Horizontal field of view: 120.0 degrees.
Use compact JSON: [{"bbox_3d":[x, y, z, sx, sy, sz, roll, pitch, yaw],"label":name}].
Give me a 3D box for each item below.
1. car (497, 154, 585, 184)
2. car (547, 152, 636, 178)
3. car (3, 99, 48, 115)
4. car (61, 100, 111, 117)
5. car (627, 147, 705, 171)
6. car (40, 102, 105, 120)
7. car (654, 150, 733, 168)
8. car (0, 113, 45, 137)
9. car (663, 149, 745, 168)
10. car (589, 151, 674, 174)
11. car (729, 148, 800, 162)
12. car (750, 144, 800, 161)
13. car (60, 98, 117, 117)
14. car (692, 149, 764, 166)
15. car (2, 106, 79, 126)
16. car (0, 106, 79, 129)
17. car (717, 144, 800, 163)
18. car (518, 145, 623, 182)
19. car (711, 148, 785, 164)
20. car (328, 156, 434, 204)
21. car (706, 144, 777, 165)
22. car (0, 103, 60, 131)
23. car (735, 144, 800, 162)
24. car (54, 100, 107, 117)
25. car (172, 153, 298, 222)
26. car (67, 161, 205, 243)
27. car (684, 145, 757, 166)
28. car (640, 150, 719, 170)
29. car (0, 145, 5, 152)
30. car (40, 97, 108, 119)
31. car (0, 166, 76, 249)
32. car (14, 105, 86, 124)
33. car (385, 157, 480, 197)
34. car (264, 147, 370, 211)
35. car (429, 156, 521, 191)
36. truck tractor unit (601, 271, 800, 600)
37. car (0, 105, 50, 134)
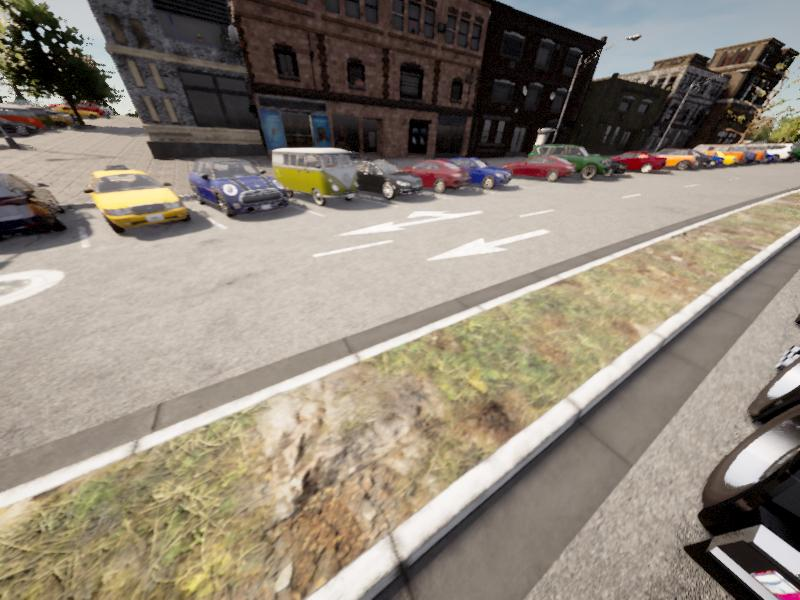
[{"bbox_3d":[9.599,-9.251,16.116,4.674,1.452,2.002,27,43,34],"label":"car"},{"bbox_3d":[14.976,-10.841,18.384,5.008,1.535,2.097,27,42,34],"label":"car"},{"bbox_3d":[-56.381,-29.177,34.890,2.128,1.511,4.902,-21,45,-30],"label":"car"},{"bbox_3d":[-54.756,-33.424,40.352,2.185,1.767,4.553,24,40,24],"label":"car"},{"bbox_3d":[25.840,-13.920,22.692,4.553,1.767,2.185,28,44,35],"label":"car"},{"bbox_3d":[-49.385,-28.523,35.003,1.946,1.575,5.366,26,42,24],"label":"car"},{"bbox_3d":[31.289,-15.278,24.916,5.008,1.535,2.097,29,43,36],"label":"car"},{"bbox_3d":[-35.651,-15.269,20.047,2.231,1.521,4.892,27,42,24],"label":"car"},{"bbox_3d":[33.892,-16.057,26.060,1.946,1.575,5.366,-29,44,-36],"label":"car"},{"bbox_3d":[20.386,-12.348,20.601,5.008,1.535,2.097,28,43,35],"label":"car"},{"bbox_3d":[50.461,-20.189,32.146,2.097,1.535,5.008,-29,43,-36],"label":"car"},{"bbox_3d":[58.696,-22.478,35.069,2.435,2.045,5.566,-28,43,-36],"label":"car"},{"bbox_3d":[-56.527,-35.007,42.109,2.435,2.045,5.566,23,39,27],"label":"car"},{"bbox_3d":[39.484,-17.379,28.063,2.163,1.488,4.792,-29,44,-35],"label":"car"},{"bbox_3d":[-42.542,-21.838,27.512,2.002,1.452,4.674,27,42,24],"label":"car"},{"bbox_3d":[-40.711,-20.307,25.752,1.946,1.575,5.366,27,42,24],"label":"car"},{"bbox_3d":[47.702,-19.707,30.990,2.435,2.045,5.566,-29,43,-35],"label":"car"},{"bbox_3d":[12.309,-10.267,17.091,5.566,2.045,2.435,27,42,34],"label":"car"},{"bbox_3d":[44.987,-18.793,30.092,2.097,1.535,5.008,-29,43,-36],"label":"car"},{"bbox_3d":[-1.054,-6.078,11.385,4.892,1.521,2.231,26,42,33],"label":"car"},{"bbox_3d":[42.333,-18.236,28.869,1.878,1.987,4.442,-29,43,-36],"label":"car"},{"bbox_3d":[-39.136,-18.693,23.549,1.878,1.987,4.442,27,42,24],"label":"car"},{"bbox_3d":[53.174,-21.101,33.042,2.435,2.045,5.566,-29,43,-35],"label":"car"},{"bbox_3d":[-53.027,-31.806,38.471,2.185,1.767,4.553,26,41,24],"label":"car"},{"bbox_3d":[-6.347,-4.532,8.891,4.553,1.767,2.185,25,41,32],"label":"car"},{"bbox_3d":[-8.804,-3.509,7.605,5.366,1.575,1.946,25,41,32],"label":"car"},{"bbox_3d":[36.851,-16.832,26.802,1.878,1.987,4.442,-29,43,-36],"label":"car"},{"bbox_3d":[28.564,-14.547,23.842,4.892,1.521,2.231,29,44,36],"label":"car"},{"bbox_3d":[-30.442,-10.541,14.344,2.435,2.045,5.566,27,42,24],"label":"car"},{"bbox_3d":[-51.233,-30.257,36.546,2.435,2.045,5.566,26,42,23],"label":"car"},{"bbox_3d":[-11.613,-2.794,6.623,4.792,1.488,2.163,25,42,32],"label":"car"},{"bbox_3d":[-44.283,-23.484,29.365,2.002,1.452,4.674,27,42,24],"label":"car"},{"bbox_3d":[1.600,-6.856,12.596,4.674,1.452,2.002,26,42,33],"label":"car"},{"bbox_3d":[-3.602,-5.397,9.981,4.442,1.987,1.878,26,41,33],"label":"car"},{"bbox_3d":[4.258,-7.668,13.789,4.674,1.452,2.002,26,42,33],"label":"car"},{"bbox_3d":[5.122,-0.289,0.766,6.516,4.208,3.053,-18,39,-24],"label":"truck tractor unit"},{"bbox_3d":[-37.409,-17.042,21.688,1.878,1.987,4.442,27,42,24],"label":"car"}]
